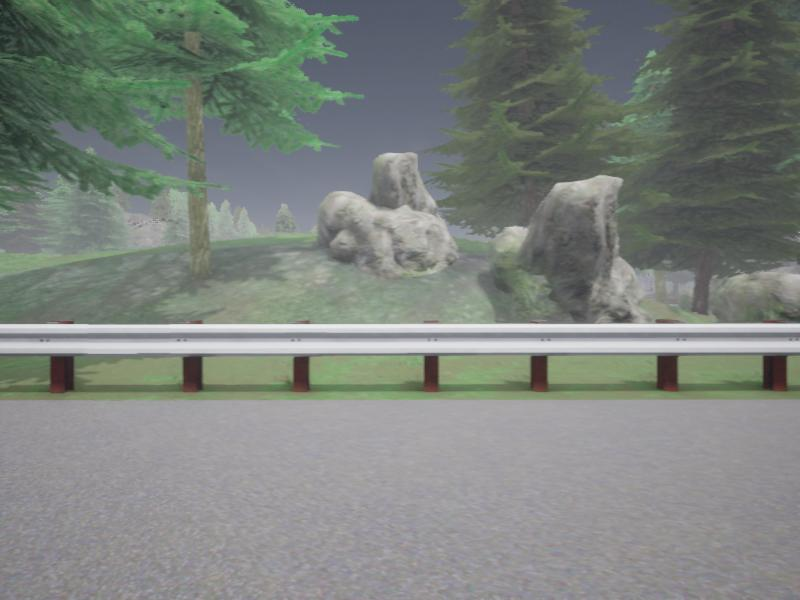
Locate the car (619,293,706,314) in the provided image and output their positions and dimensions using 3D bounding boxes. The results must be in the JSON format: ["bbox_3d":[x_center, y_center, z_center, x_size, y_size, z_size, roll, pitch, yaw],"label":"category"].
[{"bbox_3d":[18.833,0.230,28.873,4.792,1.488,2.163,0,0,0],"label":"car"}]
